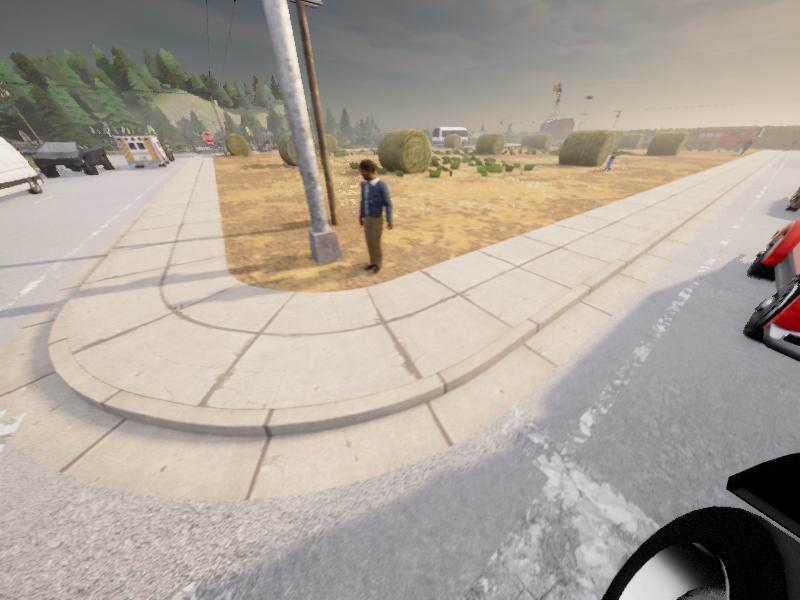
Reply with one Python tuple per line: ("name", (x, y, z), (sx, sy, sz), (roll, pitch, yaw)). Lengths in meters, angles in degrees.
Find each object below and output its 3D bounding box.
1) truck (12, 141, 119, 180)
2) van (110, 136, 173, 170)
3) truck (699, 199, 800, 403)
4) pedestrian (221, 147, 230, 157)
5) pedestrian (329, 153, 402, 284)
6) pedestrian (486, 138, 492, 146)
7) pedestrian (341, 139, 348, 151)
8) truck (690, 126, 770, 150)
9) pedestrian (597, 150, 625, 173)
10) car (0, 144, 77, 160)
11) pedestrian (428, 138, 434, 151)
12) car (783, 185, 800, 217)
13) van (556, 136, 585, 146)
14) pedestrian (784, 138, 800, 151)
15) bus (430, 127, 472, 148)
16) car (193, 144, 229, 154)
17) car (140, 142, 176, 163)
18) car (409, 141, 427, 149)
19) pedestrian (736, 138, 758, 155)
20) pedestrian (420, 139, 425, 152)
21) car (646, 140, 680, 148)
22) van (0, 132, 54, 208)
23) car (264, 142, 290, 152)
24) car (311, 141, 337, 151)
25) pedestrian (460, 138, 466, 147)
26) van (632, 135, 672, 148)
("truck", (-24.491, -10.686, 17.431), (2.390, 2.098, 6.274), (-21, 40, -27))
("van", (-24.187, -14.140, 22.043), (2.351, 2.431, 6.366), (-21, 40, -27))
("truck", (6.570, -0.531, 2.484), (5.204, 2.467, 2.627), (-22, 40, -28))
("pedestrian", (-23.711, -20.103, 31.335), (0.500, 1.100, 0.500), (19, 40, 25))
("pedestrian", (-0.488, -1.348, 3.904), (0.751, 1.860, 0.751), (23, 41, 29))
("pedestrian", (24.089, -42.731, 62.465), (0.751, 1.860, 0.751), (-17, 39, -22))
("pedestrian", (-10.453, -29.210, 43.475), (0.751, 1.860, 0.751), (-16, 38, -21))
("truck", (67.341, -33.331, 47.547), (2.891, 3.827, 8.468), (-21, 40, -27))
("pedestrian", (14.748, -9.716, 16.173), (0.751, 1.300, 0.751), (-11, 36, -14))
("car", (-47.831, -19.676, 30.653), (5.238, 1.638, 1.930), (-19, 39, -25))
("pedestrian", (5.704, -28.842, 42.862), (0.751, 1.860, 0.751), (12, 37, 16))
("car", (15.630, -3.761, 7.966), (4.181, 1.385, 1.994), (-22, 41, -28))
("van", (52.509, -49.039, 71.123), (2.351, 2.431, 6.366), (-20, 40, -26))
("pedestrian", (68.088, -26.832, 39.941), (0.751, 1.860, 0.751), (28, 44, 34))
("bus", (13.212, -42.253, 60.088), (10.273, 4.253, 3.944), (-20, 40, -25))
("car", (-33.488, -26.813, 41.001), (4.718, 1.301, 1.895), (-22, 41, -28))
("car", (-28.204, -17.346, 27.080), (1.905, 1.878, 3.866), (-21, 40, -27))
("car", (4.346, -37.930, 56.406), (4.193, 1.474, 1.816), (-19, 39, -25))
("pedestrian", (44.954, -19.864, 29.916), (0.751, 1.860, 0.751), (-27, 43, -32))
("pedestrian", (3.700, -25.505, 38.142), (0.751, 1.860, 0.751), (6, 36, 8))
("car", (62.055, -36.862, 54.624), (2.163, 1.488, 4.792), (-21, 40, -27))
("van", (-18.005, -5.298, 9.367), (1.988, 2.561, 5.915), (-21, 40, -27))
("car", (-24.264, -30.237, 45.651), (4.193, 1.474, 1.816), (-19, 39, -25))
("car", (-16.273, -33.102, 49.541), (4.856, 1.649, 2.033), (-19, 39, -25))
("pedestrian", (15.134, -37.916, 55.684), (0.751, 1.860, 0.751), (-21, 40, -26))
("van", (63.149, -39.980, 58.085), (1.988, 2.561, 5.915), (-21, 40, -27))
